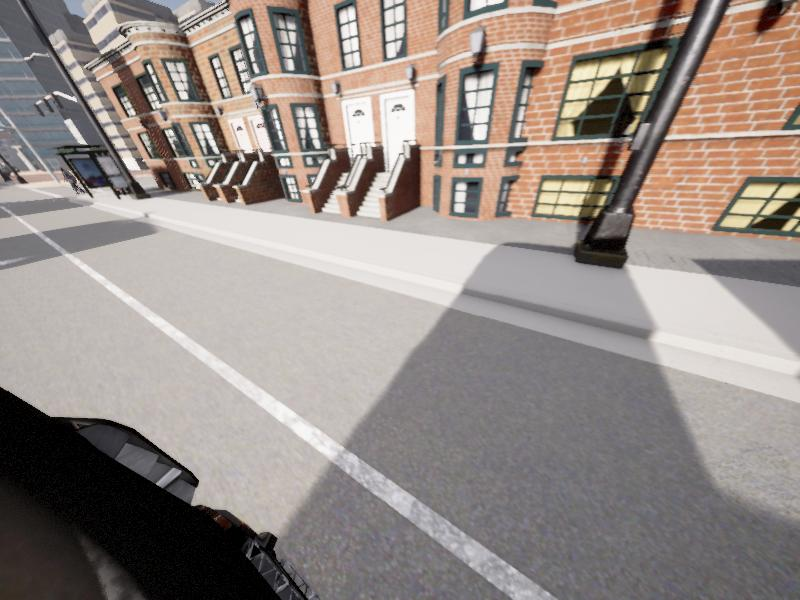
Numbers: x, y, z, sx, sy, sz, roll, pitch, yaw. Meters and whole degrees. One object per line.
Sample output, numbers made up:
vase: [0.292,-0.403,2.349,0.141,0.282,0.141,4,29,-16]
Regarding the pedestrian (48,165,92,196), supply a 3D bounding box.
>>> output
pedestrian: [-23.259,-8.422,16.336,0.751,1.860,0.751,0,34,5]
